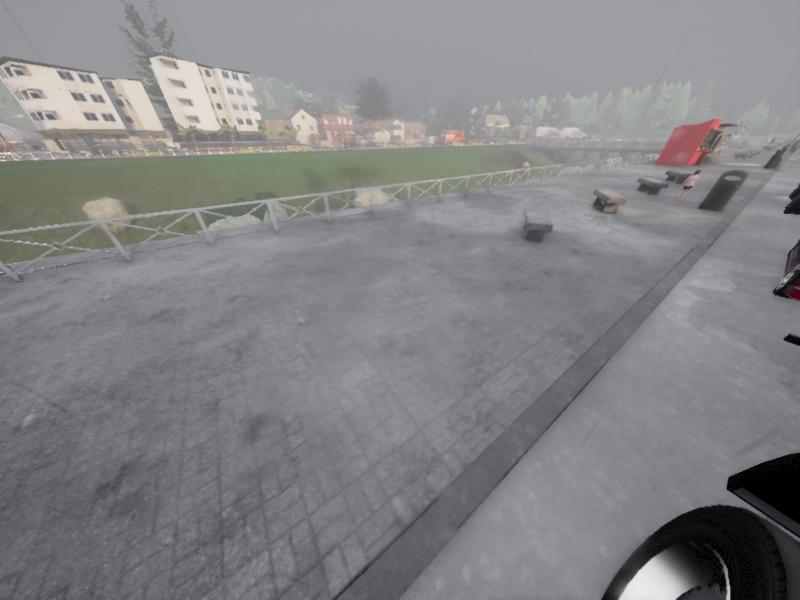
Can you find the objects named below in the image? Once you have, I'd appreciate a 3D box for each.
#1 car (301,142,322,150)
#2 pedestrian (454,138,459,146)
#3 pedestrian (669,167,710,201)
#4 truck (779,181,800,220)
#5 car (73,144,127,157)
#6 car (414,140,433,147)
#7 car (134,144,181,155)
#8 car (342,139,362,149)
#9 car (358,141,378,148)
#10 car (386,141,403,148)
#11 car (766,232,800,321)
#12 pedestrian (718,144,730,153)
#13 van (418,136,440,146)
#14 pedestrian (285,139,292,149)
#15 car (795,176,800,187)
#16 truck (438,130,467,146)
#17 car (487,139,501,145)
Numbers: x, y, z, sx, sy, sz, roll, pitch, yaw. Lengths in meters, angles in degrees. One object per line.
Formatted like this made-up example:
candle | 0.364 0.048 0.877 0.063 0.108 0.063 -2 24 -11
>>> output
car | -20.187 -35.329 52.948 3.806 1.475 1.970 -22 41 -28
pedestrian | 15.458 -43.541 63.626 0.751 1.860 0.751 -17 39 -22
pedestrian | 11.325 -4.540 9.057 0.500 1.100 0.500 -23 41 -29
truck | 15.829 -4.063 7.699 6.274 2.098 2.390 -22 40 -28
car | -47.981 -24.069 37.159 4.892 1.490 1.837 -21 40 -27
car | 6.572 -43.360 64.006 4.792 1.488 2.163 -22 41 -28
car | -42.286 -26.410 40.511 5.357 1.411 2.033 -22 41 -28
car | -11.200 -36.350 53.889 3.866 1.878 1.905 -22 41 -28
car | -8.209 -40.209 59.656 4.892 1.490 1.837 -22 41 -28
car | -1.394 -40.149 59.523 4.193 1.474 1.816 -22 41 -28
car | 8.049 -0.624 3.526 4.181 1.385 1.994 -22 41 -27
pedestrian | 46.608 -21.829 33.255 0.500 1.100 0.500 -22 41 -28
van | 8.755 -47.440 68.936 6.366 2.431 2.351 -22 41 -28
pedestrian | -26.099 -36.609 54.186 0.751 1.860 0.751 -30 45 -35
car | 23.531 -6.934 12.204 4.902 1.511 2.128 -22 41 -27
truck | 15.557 -47.947 68.381 8.468 3.827 2.891 -22 41 -28
car | 31.817 -53.568 78.194 3.988 1.617 1.851 -22 41 -28
